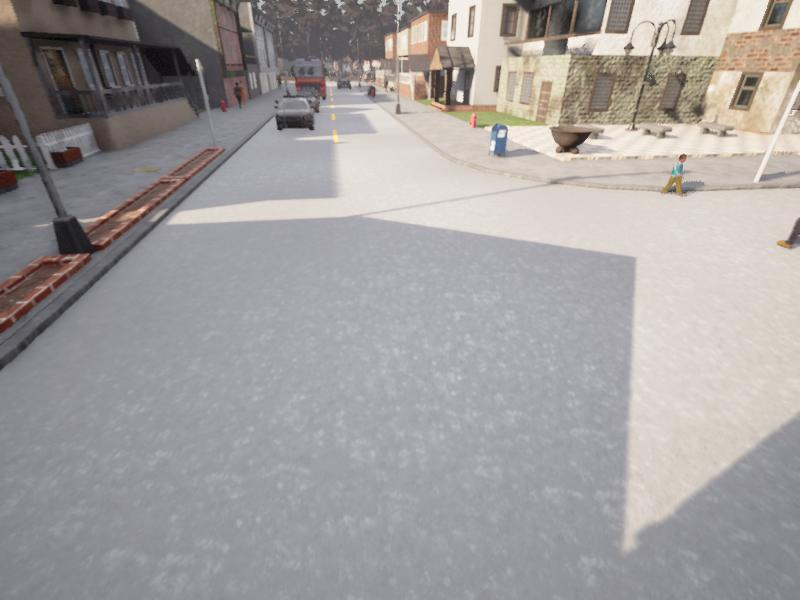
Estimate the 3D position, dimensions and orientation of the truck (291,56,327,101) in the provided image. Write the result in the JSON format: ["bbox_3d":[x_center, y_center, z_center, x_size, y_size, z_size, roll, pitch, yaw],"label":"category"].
[{"bbox_3d":[-9.390,-23.406,42.183,2.891,3.827,8.468,-4,31,-8],"label":"truck"}]

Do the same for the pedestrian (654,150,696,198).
[{"bbox_3d":[7.389,-3.380,10.762,0.500,1.100,0.500,-24,38,-35],"label":"pedestrian"}]

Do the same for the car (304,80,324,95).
[{"bbox_3d":[-10.717,-26.752,50.218,2.163,1.488,4.792,-4,31,-8],"label":"car"}]

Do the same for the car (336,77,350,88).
[{"bbox_3d":[-9.369,-35.550,65.408,1.994,1.385,4.181,-4,31,-8],"label":"car"}]

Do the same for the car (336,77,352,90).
[{"bbox_3d":[-8.413,-32.491,60.023,2.038,1.542,4.974,-4,31,-8],"label":"car"}]

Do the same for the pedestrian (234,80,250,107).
[{"bbox_3d":[-12.742,-16.657,32.281,0.751,1.860,0.751,-6,31,-12],"label":"pedestrian"}]

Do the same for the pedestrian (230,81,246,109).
[{"bbox_3d":[-12.376,-15.715,30.673,0.751,1.860,0.751,-6,31,-11],"label":"pedestrian"}]

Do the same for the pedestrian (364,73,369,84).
[{"bbox_3d":[-6.196,-40.759,73.606,0.751,1.860,0.751,0,30,0],"label":"pedestrian"}]

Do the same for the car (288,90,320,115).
[{"bbox_3d":[-7.195,-15.043,30.329,1.994,1.385,4.181,-4,31,-8],"label":"car"}]

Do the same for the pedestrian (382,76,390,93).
[{"bbox_3d":[-1.763,-27.275,50.594,0.751,1.860,0.751,-7,31,-12],"label":"pedestrian"}]

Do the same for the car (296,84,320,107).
[{"bbox_3d":[-8.101,-18.165,35.478,1.789,1.549,3.705,-4,31,-8],"label":"car"}]

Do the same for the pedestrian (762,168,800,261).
[{"bbox_3d":[7.605,-1.734,7.194,0.751,1.860,0.751,-4,31,-8],"label":"pedestrian"}]

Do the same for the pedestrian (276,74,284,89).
[{"bbox_3d":[-16.993,-30.863,56.546,0.751,1.860,0.751,-4,31,-7],"label":"pedestrian"}]

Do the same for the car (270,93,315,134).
[{"bbox_3d":[-5.814,-10.465,22.239,1.930,1.638,5.238,-5,30,-9],"label":"car"}]
